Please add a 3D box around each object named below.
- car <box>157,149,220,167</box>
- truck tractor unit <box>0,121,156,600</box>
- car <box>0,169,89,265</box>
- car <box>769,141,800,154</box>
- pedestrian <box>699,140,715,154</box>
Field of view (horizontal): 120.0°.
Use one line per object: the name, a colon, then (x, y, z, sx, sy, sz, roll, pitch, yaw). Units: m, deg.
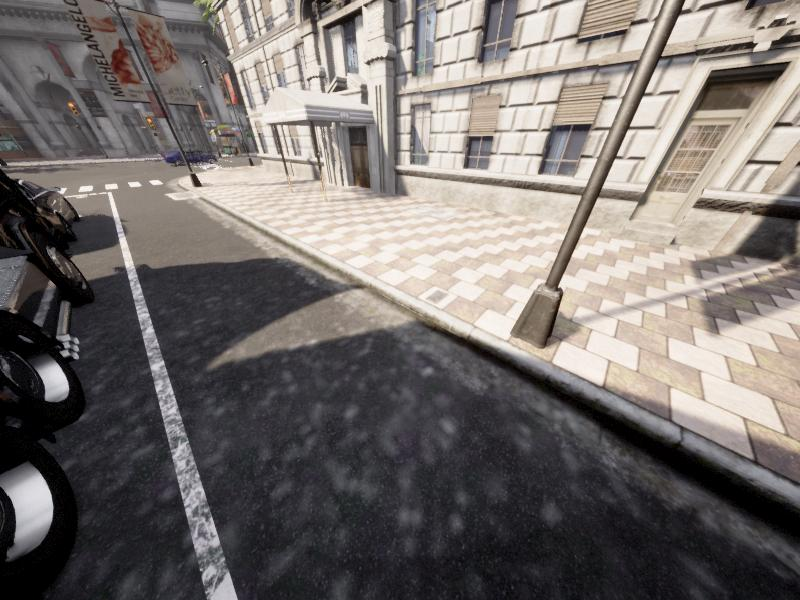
car: (-23.022, -15.647, 25.357, 1.812, 1.442, 4.674, 28, 44, 34)
truck tractor unit: (-4.848, -0.504, 1.069, 6.516, 4.208, 3.053, 28, 44, 34)
car: (-10.634, -2.441, 6.257, 4.902, 1.511, 2.128, 28, 44, 34)
car: (64.212, -24.530, 37.136, 2.097, 1.767, 4.553, -7, 35, -9)
pedestrian: (49.962, -24.846, 37.592, 0.751, 1.860, 0.751, -29, 44, -35)
